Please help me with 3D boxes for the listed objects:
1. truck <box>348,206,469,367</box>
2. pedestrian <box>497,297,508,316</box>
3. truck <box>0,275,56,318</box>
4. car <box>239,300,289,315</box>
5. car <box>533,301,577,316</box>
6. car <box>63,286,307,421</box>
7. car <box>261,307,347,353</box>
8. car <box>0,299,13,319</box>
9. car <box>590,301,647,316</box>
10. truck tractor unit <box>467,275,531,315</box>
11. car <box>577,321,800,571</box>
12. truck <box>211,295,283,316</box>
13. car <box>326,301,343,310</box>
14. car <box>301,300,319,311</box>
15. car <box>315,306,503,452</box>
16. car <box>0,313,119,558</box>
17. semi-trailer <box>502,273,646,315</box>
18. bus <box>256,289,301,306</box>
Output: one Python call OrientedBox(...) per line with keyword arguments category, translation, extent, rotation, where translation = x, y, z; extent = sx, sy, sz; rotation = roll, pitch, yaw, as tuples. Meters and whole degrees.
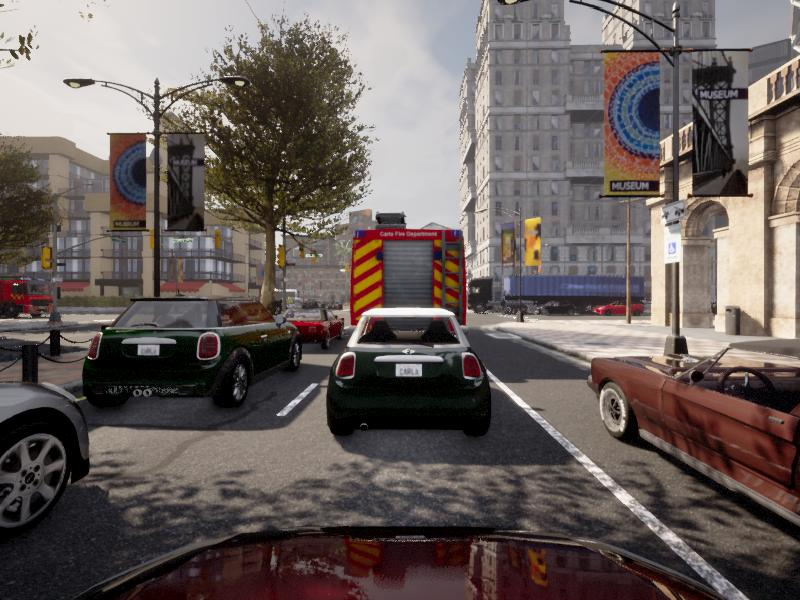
OrientedBox(category="truck", translation=(0.274, -0.321, 13.781), extent=(2.891, 3.827, 8.468), rotation=(0, 0, 1))
OrientedBox(category="pedestrian", translation=(10.216, 0.637, 39.706), extent=(0.751, 1.860, 0.751), rotation=(0, 0, -29))
OrientedBox(category="truck", translation=(-37.345, -0.320, 37.063), extent=(8.468, 3.827, 2.891), rotation=(0, 0, 1))
OrientedBox(category="car", translation=(-14.814, 0.778, 43.752), extent=(4.856, 1.649, 2.033), rotation=(0, 0, 1))
OrientedBox(category="car", translation=(15.373, 0.827, 39.827), extent=(3.633, 1.501, 1.845), rotation=(0, 0, 1))
OrientedBox(category="car", translation=(-3.355, 0.694, 7.527), extent=(2.097, 1.767, 4.553), rotation=(0, 0, 1))
OrientedBox(category="car", translation=(-3.218, 0.944, 14.445), extent=(1.895, 1.301, 4.718), rotation=(0, 0, 1))
OrientedBox(category="car", translation=(-36.048, 0.771, 33.548), extent=(5.238, 1.638, 1.930), rotation=(0, 0, 0))
OrientedBox(category="car", translation=(21.629, 0.828, 39.734), extent=(4.514, 1.525, 2.007), rotation=(0, 0, 1))
OrientedBox(category="truck tractor unit", translation=(10.700, -0.522, 43.836), extent=(6.516, 4.208, 3.053), rotation=(0, 0, 9))
OrientedBox(category="car", translation=(3.308, 0.938, 3.058), extent=(1.895, 1.301, 4.718), rotation=(0, 0, 1))
OrientedBox(category="truck", translation=(-15.294, 0.542, 40.260), extent=(6.274, 2.098, 2.390), rotation=(0, 0, 1))
OrientedBox(category="car", translation=(-10.261, 0.853, 63.188), extent=(1.970, 1.475, 3.806), rotation=(0, 0, 1))
OrientedBox(category="car", translation=(-13.798, 0.815, 61.323), extent=(1.789, 1.549, 3.705), rotation=(0, 0, 1))
OrientedBox(category="car", translation=(0.119, 0.853, 6.110), extent=(1.970, 1.475, 3.806), rotation=(0, 0, 1))
OrientedBox(category="car", translation=(-3.473, 0.853, 1.600), extent=(1.970, 1.475, 3.806), rotation=(0, 0, 1))
OrientedBox(category="semi-trailer", translation=(18.587, -0.618, 43.329), extent=(14.254, 4.402, 2.717), rotation=(0, 0, 2))
OrientedBox(category="bus", translation=(-30.942, -0.539, 102.441), extent=(10.273, 4.253, 3.944), rotation=(0, 0, 2))
